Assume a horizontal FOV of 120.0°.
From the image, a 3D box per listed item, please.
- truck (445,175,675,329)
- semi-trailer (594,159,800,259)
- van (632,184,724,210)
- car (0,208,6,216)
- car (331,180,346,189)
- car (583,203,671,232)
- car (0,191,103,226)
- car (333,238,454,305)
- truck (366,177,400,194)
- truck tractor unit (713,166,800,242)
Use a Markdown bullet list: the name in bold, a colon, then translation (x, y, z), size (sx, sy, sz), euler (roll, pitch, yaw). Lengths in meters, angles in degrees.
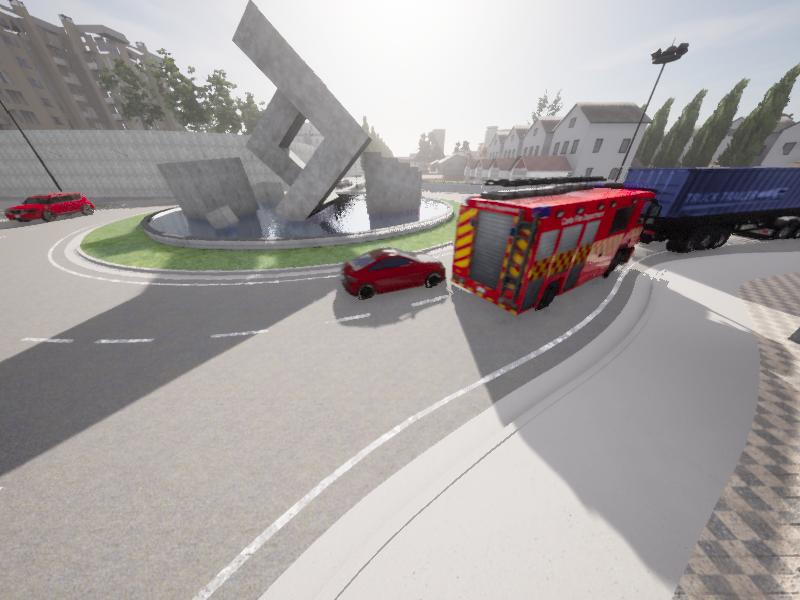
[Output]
- **truck**: translation (6.095, -2.526, 8.861), size (8.468, 3.827, 2.891), euler (-17, 34, -27)
- **semi-trailer**: translation (19.187, -5.633, 13.646), size (14.254, 4.402, 2.717), euler (-8, 31, -14)
- **van**: translation (31.434, -11.852, 26.410), size (6.366, 2.431, 2.351), euler (2, 30, 3)
- **car**: translation (-40.778, -8.781, 21.629), size (3.866, 1.878, 1.905), euler (4, 30, 6)
- **car**: translation (-13.435, -25.408, 50.874), size (1.812, 1.442, 4.674), euler (1, 30, 2)
- **car**: translation (17.481, -6.438, 17.881), size (5.366, 1.575, 1.801), euler (-7, 31, -12)
- **car**: translation (-31.187, -8.365, 20.753), size (2.150, 2.045, 5.566), euler (-5, 30, -8)
- **car**: translation (-0.270, -1.294, 9.183), size (4.181, 1.385, 1.994), euler (-12, 32, -19)
- **truck**: translation (-2.952, -20.304, 41.006), size (5.204, 2.467, 2.627), euler (10, 31, 17)
- **truck tractor unit**: translation (26.867, -6.460, 15.274), size (6.516, 4.208, 3.053), euler (-4, 30, -5)
